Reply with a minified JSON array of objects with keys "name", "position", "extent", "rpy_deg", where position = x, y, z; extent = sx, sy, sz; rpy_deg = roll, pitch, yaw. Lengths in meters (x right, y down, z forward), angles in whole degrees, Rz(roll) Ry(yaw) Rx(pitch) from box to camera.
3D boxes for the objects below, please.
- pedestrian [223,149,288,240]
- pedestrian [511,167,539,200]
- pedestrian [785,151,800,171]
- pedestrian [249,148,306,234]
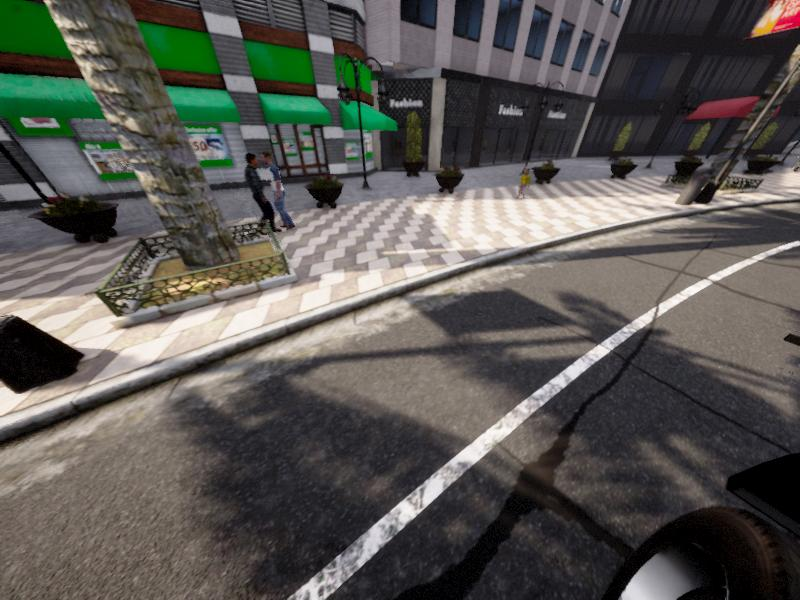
[{"name":"pedestrian","position":[-3.387,-2.535,5.611],"extent":[0.751,1.860,0.751],"rpy_deg":[-14,37,-19]},{"name":"pedestrian","position":[4.917,-4.595,9.129],"extent":[0.500,1.100,0.500],"rpy_deg":[-15,38,-20]},{"name":"pedestrian","position":[28.220,-10.038,16.021],"extent":[0.751,1.860,0.751],"rpy_deg":[-24,41,-29]},{"name":"pedestrian","position":[-3.120,-2.783,5.960],"extent":[0.751,1.860,0.751],"rpy_deg":[-18,39,-23]}]
